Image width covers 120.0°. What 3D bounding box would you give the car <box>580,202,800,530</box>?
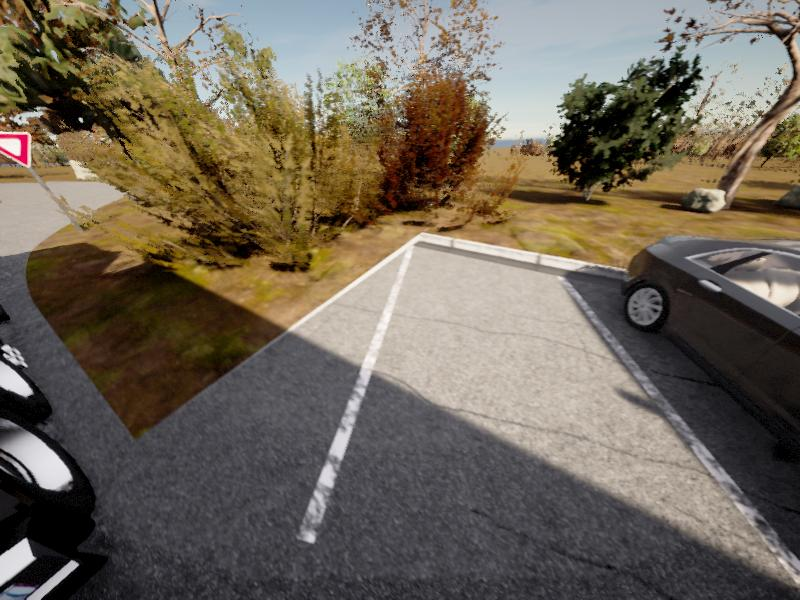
[{"bbox_3d":[4.065,0.609,1.765,2.231,1.521,4.892,6,35,8],"label":"car"}]

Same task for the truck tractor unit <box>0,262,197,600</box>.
[{"bbox_3d":[-5.107,-0.305,0.779,6.516,4.208,3.053,19,39,24],"label":"truck tractor unit"}]
